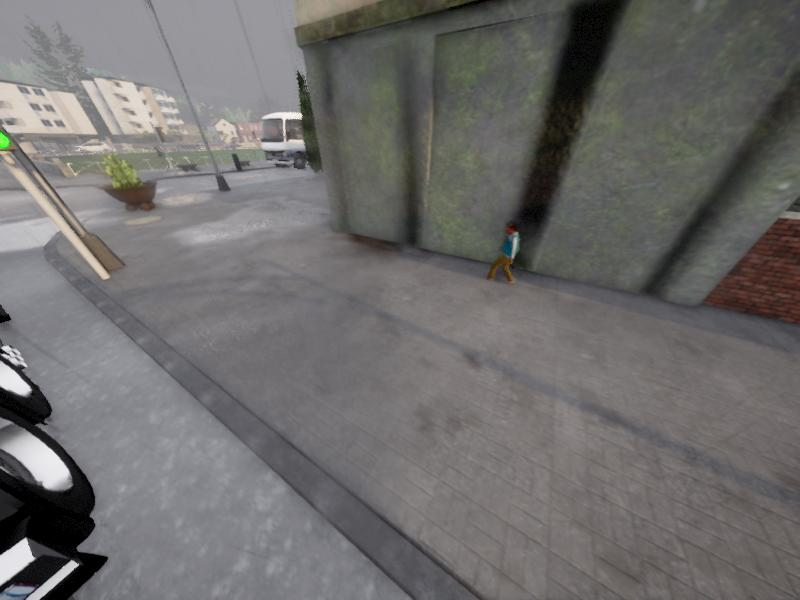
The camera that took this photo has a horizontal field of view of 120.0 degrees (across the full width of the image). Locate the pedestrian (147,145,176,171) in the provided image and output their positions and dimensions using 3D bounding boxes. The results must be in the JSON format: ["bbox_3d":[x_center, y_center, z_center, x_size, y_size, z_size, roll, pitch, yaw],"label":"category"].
[{"bbox_3d":[-20.305,-12.089,19.694,0.751,1.860,0.751,12,37,18],"label":"pedestrian"}]

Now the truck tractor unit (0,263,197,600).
[{"bbox_3d":[-5.108,-0.304,0.780,6.516,4.208,3.053,18,39,24],"label":"truck tractor unit"}]

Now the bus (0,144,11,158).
[{"bbox_3d":[-71.052,-24.092,35.434,3.944,4.253,10.273,4,35,7],"label":"bus"}]

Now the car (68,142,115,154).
[{"bbox_3d":[-66.421,-32.820,49.874,2.150,2.045,5.566,18,39,24],"label":"car"}]

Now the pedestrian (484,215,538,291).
[{"bbox_3d":[1.870,-0.799,3.946,0.500,1.100,0.500,18,39,24],"label":"pedestrian"}]
